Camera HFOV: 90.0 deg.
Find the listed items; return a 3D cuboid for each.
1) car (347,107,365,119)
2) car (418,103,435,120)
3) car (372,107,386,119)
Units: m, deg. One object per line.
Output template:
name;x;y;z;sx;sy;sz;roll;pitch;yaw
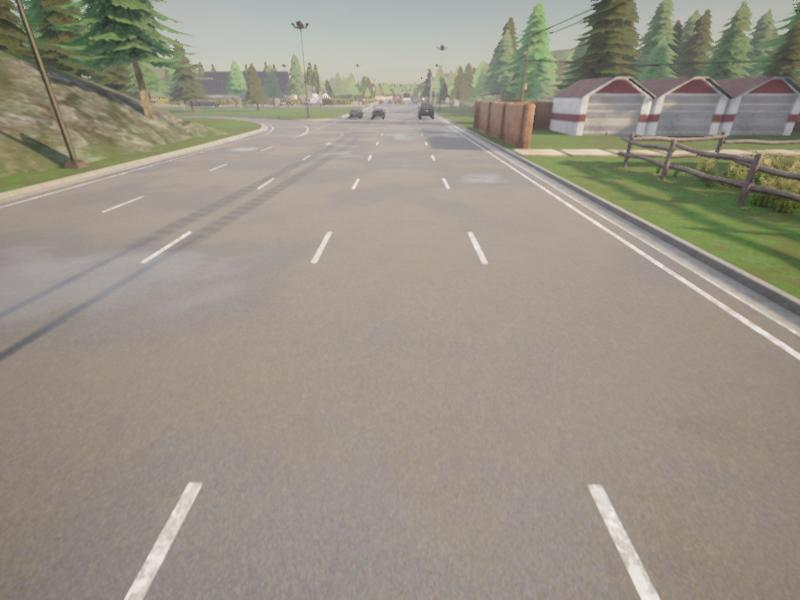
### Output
car;-6.635;-28.518;60.976;2.128;1.511;4.902;0;27;0
car;3.853;-28.040;59.377;2.150;2.045;5.566;0;27;0
car;-3.144;-27.956;59.834;1.837;1.490;4.892;0;27;0
